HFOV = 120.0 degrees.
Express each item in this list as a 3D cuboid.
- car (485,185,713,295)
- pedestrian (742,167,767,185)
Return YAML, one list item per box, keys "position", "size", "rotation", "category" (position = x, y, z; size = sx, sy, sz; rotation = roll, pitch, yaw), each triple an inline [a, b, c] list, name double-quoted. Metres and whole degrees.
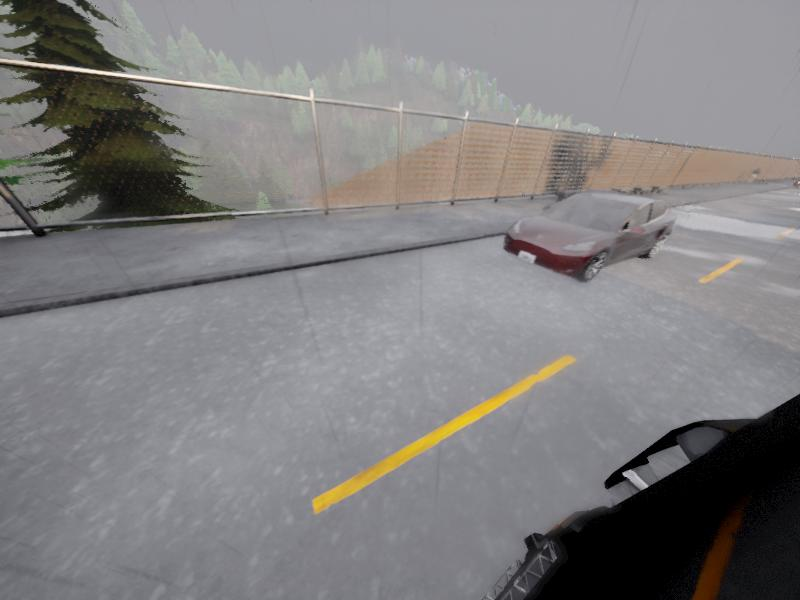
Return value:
- position: [4.842, -1.811, 5.725]
  size: [4.792, 1.488, 2.163]
  rotation: [-15, 37, -24]
  category: "car"
- position: [42.660, -14.934, 27.810]
  size: [0.751, 1.860, 0.751]
  rotation: [-15, 37, -25]
  category: "pedestrian"
